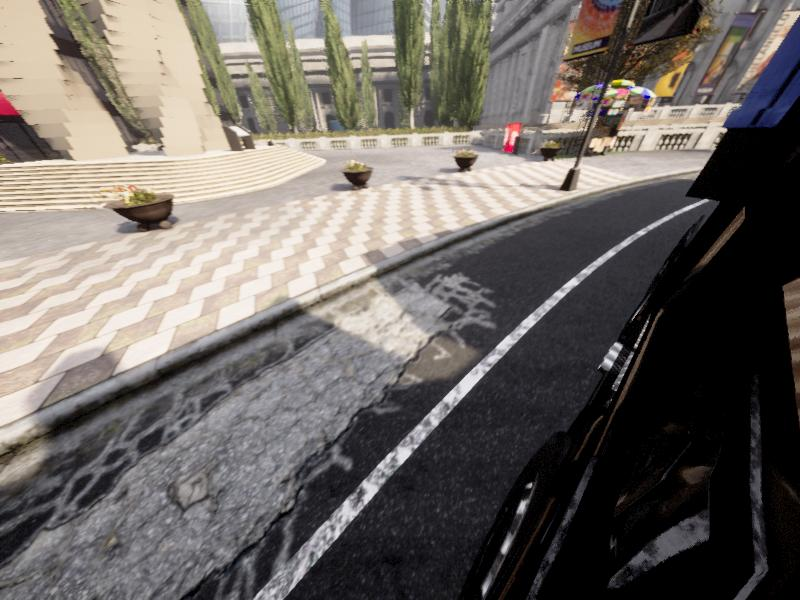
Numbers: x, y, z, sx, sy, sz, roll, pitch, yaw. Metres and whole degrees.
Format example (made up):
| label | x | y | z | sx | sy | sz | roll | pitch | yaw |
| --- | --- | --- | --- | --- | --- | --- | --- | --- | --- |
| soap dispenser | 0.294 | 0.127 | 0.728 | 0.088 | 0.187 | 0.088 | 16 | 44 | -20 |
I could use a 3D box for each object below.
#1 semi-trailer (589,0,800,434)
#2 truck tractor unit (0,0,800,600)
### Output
| label | x | y | z | sx | sy | sz | roll | pitch | yaw |
| --- | --- | --- | --- | --- | --- | --- | --- | --- | --- |
| semi-trailer | 9.345 | -3.042 | 3.493 | 14.254 | 4.402 | 2.717 | -20 | 40 | -22 |
| truck tractor unit | 2.645 | -0.295 | 0.351 | 6.516 | 4.208 | 3.053 | -28 | 44 | -30 |
